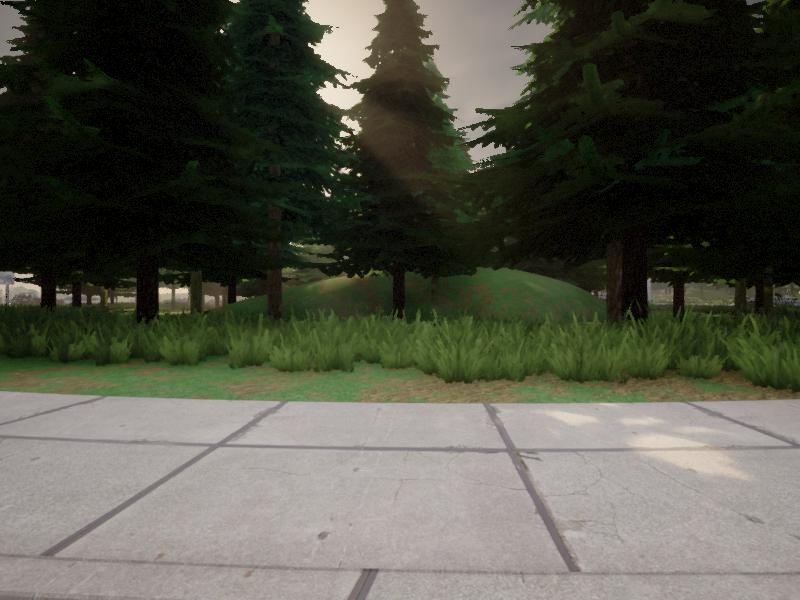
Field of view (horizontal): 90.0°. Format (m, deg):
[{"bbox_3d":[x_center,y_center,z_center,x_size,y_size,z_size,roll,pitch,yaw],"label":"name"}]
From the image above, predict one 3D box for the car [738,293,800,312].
[{"bbox_3d":[32.532,0.237,34.411,2.128,1.511,4.902,0,0,-19],"label":"car"}]
